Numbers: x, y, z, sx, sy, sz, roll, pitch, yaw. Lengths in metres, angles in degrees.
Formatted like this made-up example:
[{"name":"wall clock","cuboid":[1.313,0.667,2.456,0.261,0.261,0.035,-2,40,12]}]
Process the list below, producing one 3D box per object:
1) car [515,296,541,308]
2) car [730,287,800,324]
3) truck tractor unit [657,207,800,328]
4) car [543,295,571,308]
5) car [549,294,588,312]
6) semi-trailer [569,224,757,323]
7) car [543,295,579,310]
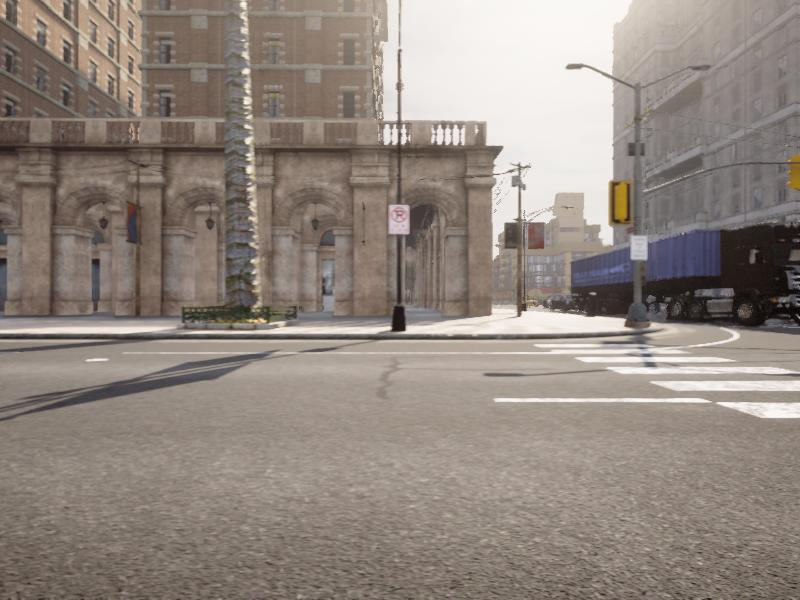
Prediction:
[{"name":"car","cuboid":[17.793,0.223,55.700,1.801,1.575,5.366,0,0,-1]},{"name":"car","cuboid":[18.083,0.223,18.140,1.801,1.575,5.366,0,0,0]},{"name":"truck tractor unit","cuboid":[14.495,-1.103,17.062,3.053,4.208,6.516,0,0,2]},{"name":"car","cuboid":[21.289,0.183,54.493,2.242,1.667,4.611,0,0,3]},{"name":"car","cuboid":[14.483,0.245,34.638,1.845,1.501,3.633,0,0,0]},{"name":"semi-trailer","cuboid":[14.749,-1.199,24.970,2.717,4.402,14.254,0,0,2]},{"name":"car","cuboid":[17.916,0.249,44.760,2.038,1.542,4.974,0,0,0]}]
